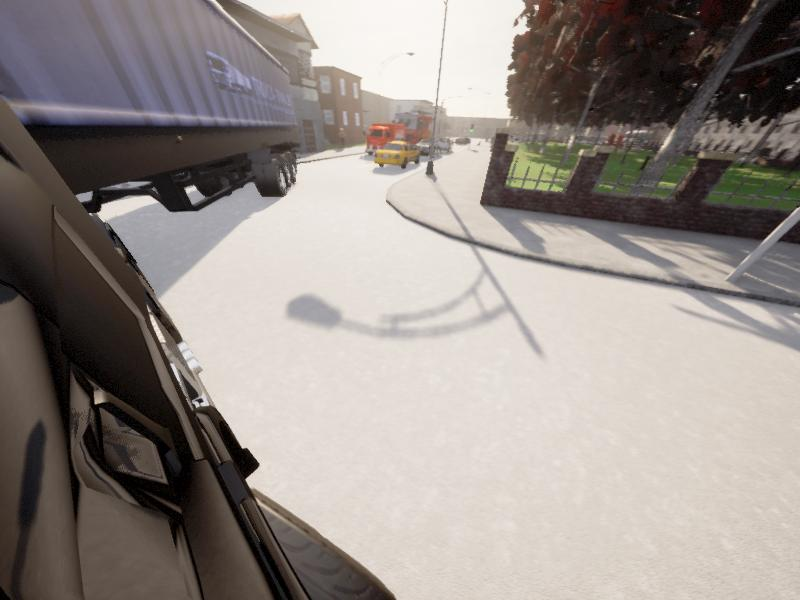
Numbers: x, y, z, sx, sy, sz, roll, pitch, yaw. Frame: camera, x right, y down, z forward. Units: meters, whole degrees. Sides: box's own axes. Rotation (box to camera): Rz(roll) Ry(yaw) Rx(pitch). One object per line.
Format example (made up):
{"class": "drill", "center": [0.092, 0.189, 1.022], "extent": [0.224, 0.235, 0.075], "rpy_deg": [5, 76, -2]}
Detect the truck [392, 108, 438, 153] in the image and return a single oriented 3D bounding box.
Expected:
{"class": "truck", "center": [1.974, -20.630, 28.243], "extent": [2.891, 3.827, 8.468], "rpy_deg": [14, 38, 15]}

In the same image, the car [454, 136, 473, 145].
{"class": "car", "center": [12.391, -31.027, 44.888], "extent": [1.994, 1.385, 4.181], "rpy_deg": [25, 42, 26]}

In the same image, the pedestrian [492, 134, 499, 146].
{"class": "pedestrian", "center": [17.470, -29.248, 42.193], "extent": [0.751, 1.860, 0.751], "rpy_deg": [14, 38, 14]}

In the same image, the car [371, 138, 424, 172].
{"class": "car", "center": [0.025, -10.148, 15.946], "extent": [1.801, 1.575, 5.366], "rpy_deg": [14, 38, 15]}

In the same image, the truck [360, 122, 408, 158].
{"class": "truck", "center": [-1.329, -15.191, 21.879], "extent": [2.627, 2.467, 5.204], "rpy_deg": [14, 38, 15]}

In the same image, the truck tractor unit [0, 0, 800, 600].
{"class": "truck tractor unit", "center": [-2.645, -0.295, 0.351], "extent": [6.516, 4.208, 3.053], "rpy_deg": [28, 44, 30]}

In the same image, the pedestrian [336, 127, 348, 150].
{"class": "pedestrian", "center": [-5.791, -16.260, 23.328], "extent": [0.751, 1.860, 0.751], "rpy_deg": [9, 37, 8]}

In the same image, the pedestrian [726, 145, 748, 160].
{"class": "pedestrian", "center": [51.303, -22.447, 35.187], "extent": [0.751, 1.860, 0.751], "rpy_deg": [14, 38, 15]}

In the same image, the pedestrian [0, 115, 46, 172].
{"class": "pedestrian", "center": [-15.794, -6.301, 9.353], "extent": [0.751, 1.860, 0.751], "rpy_deg": [24, 42, 26]}

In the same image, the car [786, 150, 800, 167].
{"class": "car", "center": [53.807, -17.964, 29.533], "extent": [1.932, 1.855, 4.605], "rpy_deg": [14, 38, 15]}

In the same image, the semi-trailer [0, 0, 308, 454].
{"class": "semi-trailer", "center": [-5.186, -4.716, 5.951], "extent": [2.717, 4.402, 14.254], "rpy_deg": [-5, 37, -9]}

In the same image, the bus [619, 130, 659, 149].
{"class": "bus", "center": [72.311, -48.972, 70.304], "extent": [3.944, 4.253, 10.273], "rpy_deg": [14, 40, 14]}

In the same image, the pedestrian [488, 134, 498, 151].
{"class": "pedestrian", "center": [12.511, -21.158, 31.037], "extent": [0.751, 1.860, 0.751], "rpy_deg": [14, 38, 14]}

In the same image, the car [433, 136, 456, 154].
{"class": "car", "center": [5.334, -18.418, 27.408], "extent": [1.845, 1.501, 3.633], "rpy_deg": [13, 38, 13]}

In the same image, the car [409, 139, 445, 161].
{"class": "car", "center": [2.630, -14.108, 21.574], "extent": [2.033, 1.411, 5.357], "rpy_deg": [13, 38, 14]}
